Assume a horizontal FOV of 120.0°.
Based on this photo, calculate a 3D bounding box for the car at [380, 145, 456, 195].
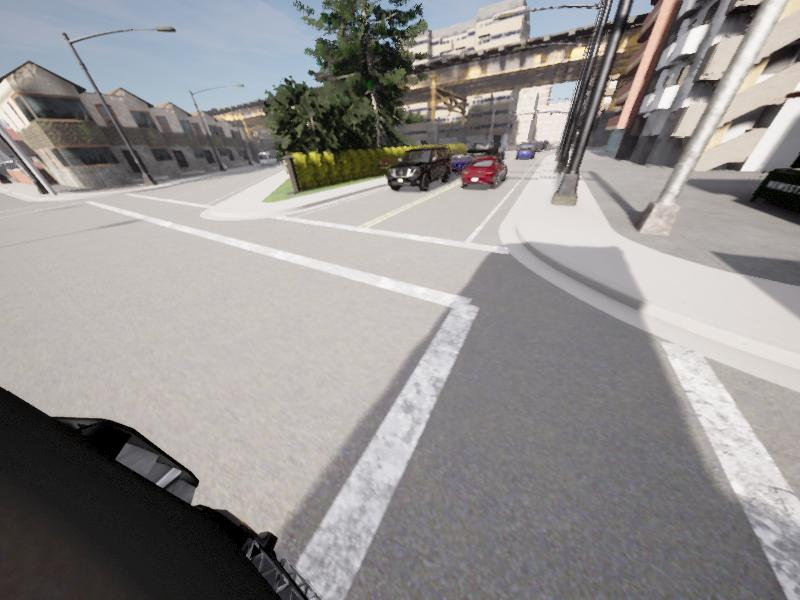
[{"bbox_3d":[1.342,-7.947,13.883,2.150,2.045,5.566,15,38,25],"label":"car"}]

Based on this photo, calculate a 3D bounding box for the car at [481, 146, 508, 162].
[{"bbox_3d":[12.355,-19.067,30.145,2.163,1.488,4.792,15,38,26],"label":"car"}]

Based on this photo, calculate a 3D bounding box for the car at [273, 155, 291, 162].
[{"bbox_3d":[-36.676,-43.801,71.634,5.238,1.638,1.930,15,38,25],"label":"car"}]

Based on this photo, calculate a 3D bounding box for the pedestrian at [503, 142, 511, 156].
[{"bbox_3d":[17.228,-24.286,37.175,0.751,1.860,0.751,8,35,17],"label":"pedestrian"}]

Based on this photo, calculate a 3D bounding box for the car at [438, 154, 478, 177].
[{"bbox_3d":[4.932,-11.325,19.325,1.895,1.301,4.718,15,38,25],"label":"car"}]

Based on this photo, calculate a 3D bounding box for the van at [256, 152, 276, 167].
[{"bbox_3d":[-29.955,-31.552,51.781,1.988,2.561,5.915,-11,34,-11],"label":"van"}]

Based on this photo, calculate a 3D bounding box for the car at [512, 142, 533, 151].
[{"bbox_3d":[29.542,-37.063,55.587,4.974,1.542,2.038,-24,39,-28],"label":"car"}]

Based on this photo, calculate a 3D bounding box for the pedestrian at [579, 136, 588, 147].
[{"bbox_3d":[37.813,-32.634,47.625,0.751,1.860,0.751,2,34,8],"label":"pedestrian"}]

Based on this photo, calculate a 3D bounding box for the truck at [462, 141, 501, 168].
[{"bbox_3d":[8.858,-15.708,24.843,2.390,2.098,6.274,15,38,26],"label":"truck"}]

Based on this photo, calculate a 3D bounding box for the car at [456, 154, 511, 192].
[{"bbox_3d":[4.968,-7.475,13.393,1.812,1.442,4.674,15,38,26],"label":"car"}]

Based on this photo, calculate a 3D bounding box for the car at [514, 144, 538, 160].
[{"bbox_3d":[16.635,-19.531,30.457,2.163,1.488,4.792,14,37,24],"label":"car"}]

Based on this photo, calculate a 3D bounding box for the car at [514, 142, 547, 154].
[{"bbox_3d":[23.752,-27.763,42.184,4.902,1.511,2.128,-11,34,-12],"label":"car"}]

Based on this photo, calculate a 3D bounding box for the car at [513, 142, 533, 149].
[{"bbox_3d":[29.576,-37.213,55.525,4.536,1.218,1.853,-24,39,-28],"label":"car"}]
